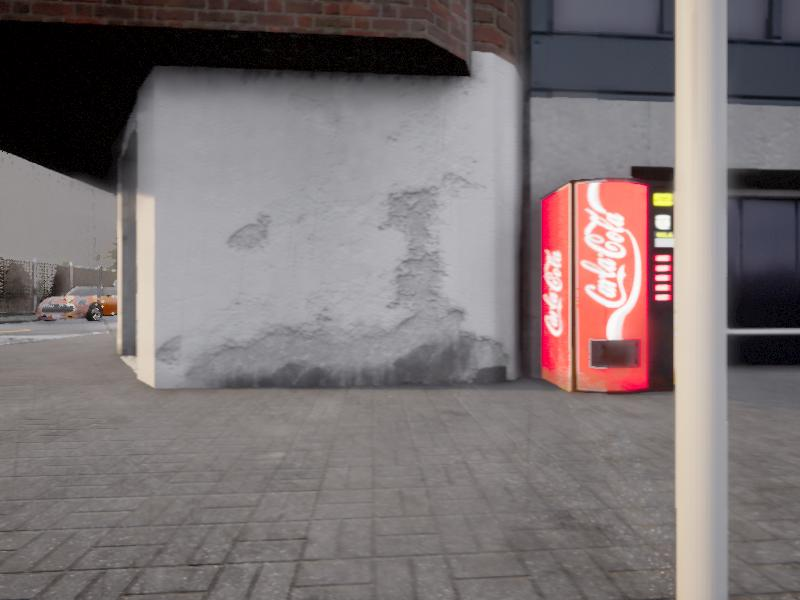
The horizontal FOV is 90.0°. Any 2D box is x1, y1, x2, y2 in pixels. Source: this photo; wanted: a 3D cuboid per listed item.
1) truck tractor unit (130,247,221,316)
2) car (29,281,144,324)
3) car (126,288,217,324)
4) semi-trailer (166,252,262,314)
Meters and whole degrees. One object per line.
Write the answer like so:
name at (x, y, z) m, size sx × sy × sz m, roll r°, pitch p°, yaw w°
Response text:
truck tractor unit at (-15.216, -1.105, 27.796) m, size 3.053 × 4.208 × 6.516 m, roll 0°, pitch 0°, yaw -4°
car at (-14.631, 0.103, 19.092) m, size 2.097 × 1.767 × 4.553 m, roll 0°, pitch 0°, yaw -4°
car at (-10.568, 0.251, 18.986) m, size 1.837 × 1.490 × 4.892 m, roll 0°, pitch 0°, yaw -4°
semi-trailer at (-15.739, -1.207, 35.692) m, size 2.717 × 4.402 × 14.254 m, roll 0°, pitch 0°, yaw -4°
